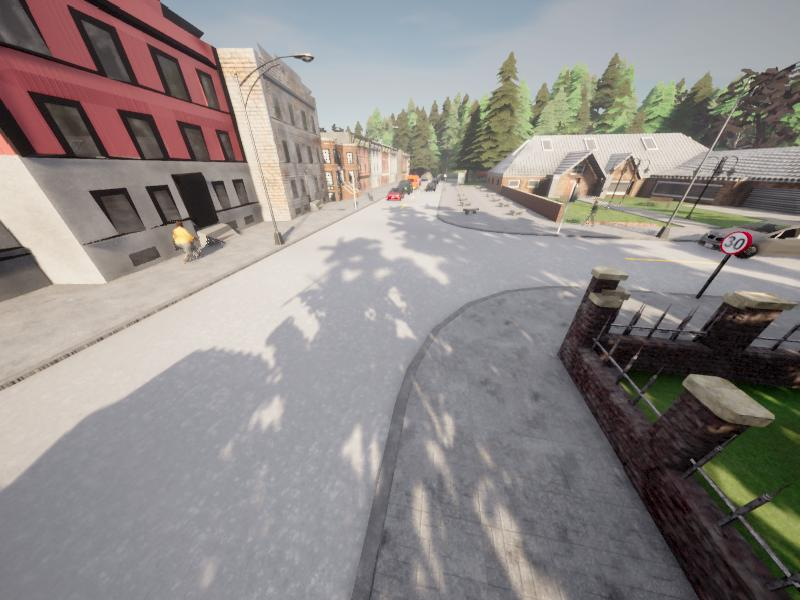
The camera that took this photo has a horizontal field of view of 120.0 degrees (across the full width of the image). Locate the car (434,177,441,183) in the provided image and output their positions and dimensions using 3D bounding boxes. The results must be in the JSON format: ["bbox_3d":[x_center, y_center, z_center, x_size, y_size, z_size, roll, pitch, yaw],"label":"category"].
[{"bbox_3d":[11.256,-36.263,69.752,1.837,1.490,4.892,5,30,9],"label":"car"}]

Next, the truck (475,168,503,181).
[{"bbox_3d":[31.250,-44.499,81.689,8.468,3.827,2.891,5,30,8],"label":"truck"}]

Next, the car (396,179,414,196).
[{"bbox_3d":[0.881,-19.039,38.936,2.150,2.045,5.566,5,30,9],"label":"car"}]

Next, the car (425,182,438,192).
[{"bbox_3d":[6.079,-21.912,44.565,2.033,1.411,5.357,5,30,9],"label":"car"}]

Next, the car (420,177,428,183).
[{"bbox_3d":[7.373,-36.755,70.630,2.163,1.488,4.792,5,30,9],"label":"car"}]

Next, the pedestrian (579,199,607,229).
[{"bbox_3d":[13.771,-6.152,16.528,0.751,1.860,0.751,3,30,5],"label":"pedestrian"}]

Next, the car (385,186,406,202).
[{"bbox_3d":[-0.536,-14.777,32.073,2.007,1.525,4.514,5,30,9],"label":"car"}]

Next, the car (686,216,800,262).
[{"bbox_3d":[18.859,-3.159,11.807,4.611,1.667,2.242,5,30,9],"label":"car"}]

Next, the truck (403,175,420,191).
[{"bbox_3d":[2.385,-23.415,46.091,2.627,2.467,5.204,5,30,9],"label":"truck"}]

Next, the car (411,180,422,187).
[{"bbox_3d":[3.796,-26.830,53.181,1.895,1.301,4.718,5,30,8],"label":"car"}]

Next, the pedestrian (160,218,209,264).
[{"bbox_3d":[-9.755,-2.672,10.516,0.751,1.860,0.751,6,30,10],"label":"pedestrian"}]
